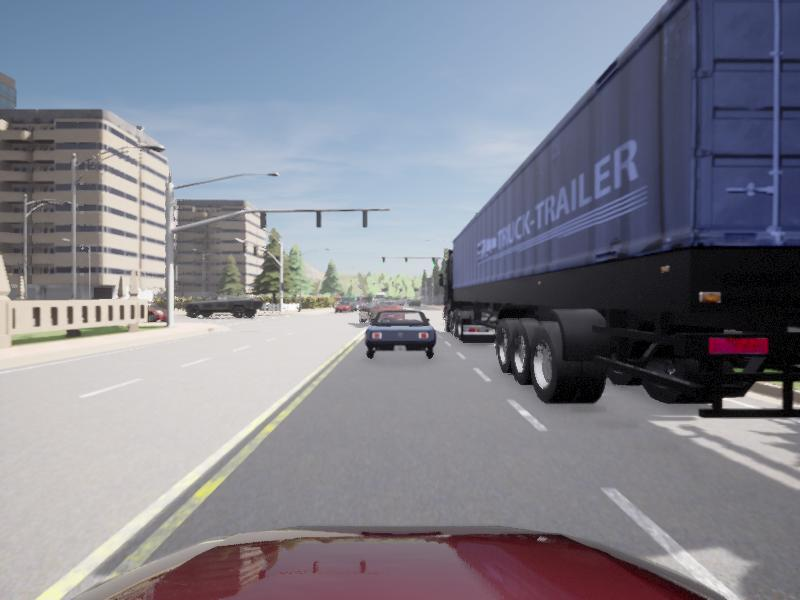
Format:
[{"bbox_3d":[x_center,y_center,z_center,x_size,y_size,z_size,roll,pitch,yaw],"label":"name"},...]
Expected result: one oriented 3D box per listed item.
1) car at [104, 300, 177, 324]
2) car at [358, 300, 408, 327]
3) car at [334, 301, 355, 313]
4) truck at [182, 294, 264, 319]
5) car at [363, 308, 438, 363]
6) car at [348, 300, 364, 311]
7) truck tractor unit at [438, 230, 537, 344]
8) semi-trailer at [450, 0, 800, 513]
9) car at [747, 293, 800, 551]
[{"bbox_3d":[-18.151,0.816,28.136,3.988,1.617,1.851,0,0,2],"label":"car"},{"bbox_3d":[-1.282,0.807,26.600,2.152,1.651,5.027,0,0,-17],"label":"car"},{"bbox_3d":[-7.022,0.880,51.099,2.007,1.525,4.514,0,0,2],"label":"car"},{"bbox_3d":[-15.479,0.577,35.198,6.274,2.098,2.390,0,0,5],"label":"truck"},{"bbox_3d":[0.012,0.957,12.551,1.895,1.301,4.718,0,0,0],"label":"car"},{"bbox_3d":[-6.948,0.842,64.291,2.033,1.649,4.856,0,0,0],"label":"car"},{"bbox_3d":[3.530,-0.501,18.004,3.053,4.208,6.516,0,0,0],"label":"truck tractor unit"},{"bbox_3d":[3.507,-0.605,10.091,2.717,4.402,14.254,0,0,0],"label":"semi-trailer"},{"bbox_3d":[3.500,0.772,0.301,1.930,1.638,5.238,0,0,0],"label":"car"}]
